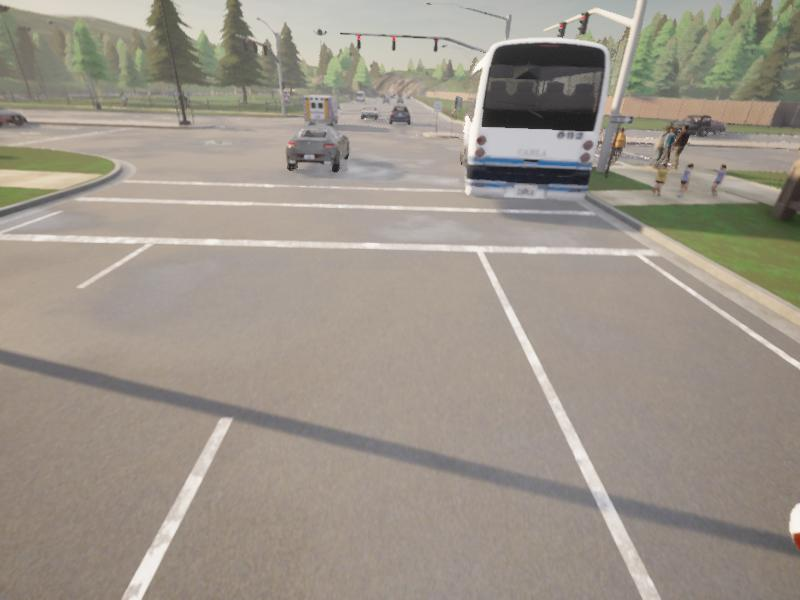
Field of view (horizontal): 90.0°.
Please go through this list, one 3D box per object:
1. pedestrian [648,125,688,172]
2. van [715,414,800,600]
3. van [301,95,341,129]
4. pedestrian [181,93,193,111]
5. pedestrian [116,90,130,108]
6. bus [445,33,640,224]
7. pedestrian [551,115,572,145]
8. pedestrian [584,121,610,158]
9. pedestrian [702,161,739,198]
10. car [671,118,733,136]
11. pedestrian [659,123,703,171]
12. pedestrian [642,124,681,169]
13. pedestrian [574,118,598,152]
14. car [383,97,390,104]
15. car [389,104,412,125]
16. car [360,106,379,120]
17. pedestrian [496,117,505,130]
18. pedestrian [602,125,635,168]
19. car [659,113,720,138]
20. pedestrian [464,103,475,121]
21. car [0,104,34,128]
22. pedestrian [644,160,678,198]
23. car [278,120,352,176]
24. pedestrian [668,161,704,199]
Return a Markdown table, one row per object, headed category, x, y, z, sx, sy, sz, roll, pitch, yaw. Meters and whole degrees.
| category | x | y | z | sx | sy | sz | roll | pitch | yaw |
| --- | --- | --- | --- | --- | --- | --- | --- | --- | --- |
| pedestrian | 12.048 | -6.843 | 18.028 | 0.751 | 1.860 | 0.751 | -15 | 32 | -29 |
| van | 3.502 | 2.050 | 0.654 | 2.069 | 2.038 | 4.480 | 2 | 28 | -1 |
| van | -6.966 | -17.145 | 36.235 | 2.351 | 2.431 | 6.366 | 2 | 28 | -1 |
| pedestrian | -25.344 | -23.616 | 47.622 | 0.751 | 1.860 | 0.751 | 4 | 28 | 3 |
| pedestrian | -33.367 | -24.194 | 48.197 | 0.751 | 1.860 | 0.751 | 3 | 28 | 3 |
| bus | 3.915 | -6.448 | 14.539 | 3.944 | 4.253 | 10.273 | 5 | 28 | 5 |
| pedestrian | 11.245 | -11.827 | 27.832 | 0.751 | 1.860 | 0.751 | 0 | 28 | -4 |
| pedestrian | 11.015 | -9.012 | 22.435 | 0.751 | 1.860 | 0.751 | 5 | 28 | 5 |
| pedestrian | 10.684 | -4.021 | 13.365 | 0.500 | 1.100 | 0.500 | 5 | 28 | 6 |
| car | 30.887 | -17.796 | 41.038 | 4.674 | 1.442 | 1.812 | 2 | 28 | 0 |
| pedestrian | 12.197 | -6.639 | 17.420 | 0.751 | 1.860 | 0.751 | -5 | 28 | -14 |
| pedestrian | 12.104 | -7.118 | 18.559 | 0.751 | 1.860 | 0.751 | -15 | 32 | -30 |
| pedestrian | 11.579 | -10.307 | 24.969 | 0.751 | 1.860 | 0.751 | 4 | 28 | 3 |
| car | -3.449 | -50.812 | 101.745 | 1.845 | 1.501 | 3.633 | 2 | 28 | -1 |
| car | 0.018 | -19.585 | 42.176 | 2.242 | 1.667 | 4.611 | 2 | 28 | -1 |
| car | -3.482 | -22.030 | 47.022 | 1.895 | 1.301 | 4.718 | 2 | 28 | -1 |
| pedestrian | 9.458 | -16.542 | 37.546 | 0.500 | 1.100 | 0.500 | -3 | 28 | -9 |
| pedestrian | 10.635 | -7.509 | 19.538 | 0.751 | 1.860 | 0.751 | 4 | 28 | 3 |
| car | 27.304 | -16.487 | 37.817 | 3.866 | 1.878 | 1.905 | 2 | 28 | 0 |
| pedestrian | 7.963 | -21.666 | 46.094 | 0.751 | 1.860 | 0.751 | -20 | 35 | -36 |
| car | -28.374 | -12.710 | 27.488 | 4.181 | 1.385 | 1.994 | 2 | 28 | 0 |
| pedestrian | 8.561 | -3.965 | 13.119 | 0.500 | 1.100 | 0.500 | -19 | 34 | -34 |
| car | -3.493 | -6.799 | 17.558 | 2.152 | 1.651 | 5.027 | 2 | 28 | -1 |
| pedestrian | 9.370 | -3.944 | 13.131 | 0.500 | 1.100 | 0.500 | 3 | 28 | 2 |
